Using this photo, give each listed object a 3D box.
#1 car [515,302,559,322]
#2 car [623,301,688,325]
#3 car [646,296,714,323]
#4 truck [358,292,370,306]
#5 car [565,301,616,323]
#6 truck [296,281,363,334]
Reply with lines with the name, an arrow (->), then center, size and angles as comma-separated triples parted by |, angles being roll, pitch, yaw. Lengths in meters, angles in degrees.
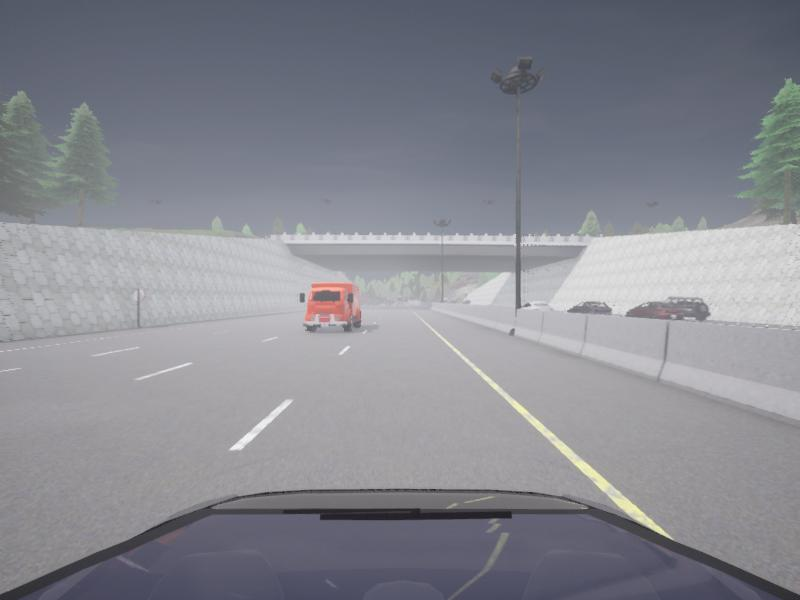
car -> 10.509, 0.863, 31.046 | 1.812, 1.442, 4.674 | 0, 0, 0
car -> 17.506, 0.849, 27.633 | 1.816, 1.474, 4.193 | 0, 0, 0
car -> 21.008, 0.648, 30.332 | 1.932, 1.855, 4.605 | 0, 0, 0
truck -> -10.509, -0.348, 116.776 | 2.891, 3.827, 8.468 | 0, 0, 0
car -> 14.007, 0.848, 29.710 | 1.816, 1.474, 4.193 | 0, 0, 0
truck -> -3.493, 0.361, 21.177 | 2.627, 2.467, 5.204 | 0, -1, 0
